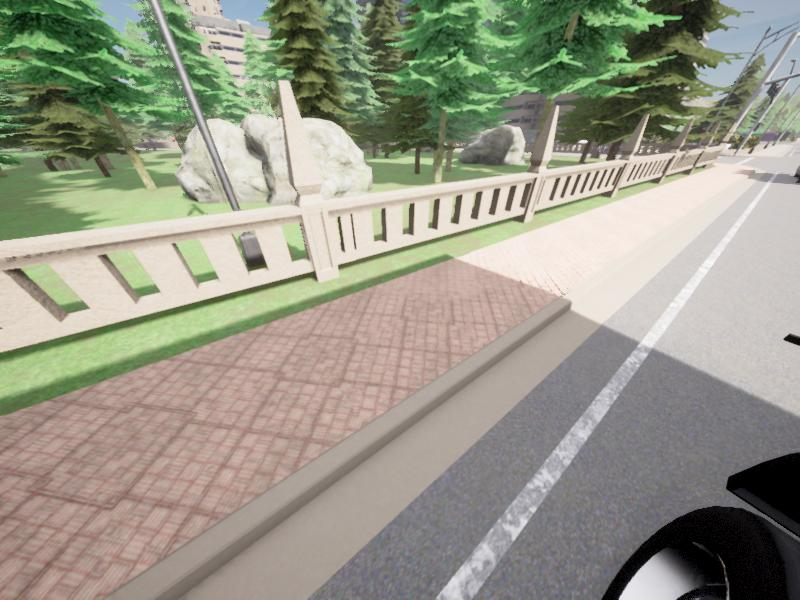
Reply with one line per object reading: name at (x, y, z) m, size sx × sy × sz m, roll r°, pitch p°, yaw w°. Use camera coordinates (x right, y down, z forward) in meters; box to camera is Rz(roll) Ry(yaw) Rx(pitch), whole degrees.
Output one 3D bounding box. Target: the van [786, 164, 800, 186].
van at (24.706, -7.894, 12.813) m, size 6.366 × 2.431 × 2.351 m, roll -22°, pitch 41°, yaw -28°
